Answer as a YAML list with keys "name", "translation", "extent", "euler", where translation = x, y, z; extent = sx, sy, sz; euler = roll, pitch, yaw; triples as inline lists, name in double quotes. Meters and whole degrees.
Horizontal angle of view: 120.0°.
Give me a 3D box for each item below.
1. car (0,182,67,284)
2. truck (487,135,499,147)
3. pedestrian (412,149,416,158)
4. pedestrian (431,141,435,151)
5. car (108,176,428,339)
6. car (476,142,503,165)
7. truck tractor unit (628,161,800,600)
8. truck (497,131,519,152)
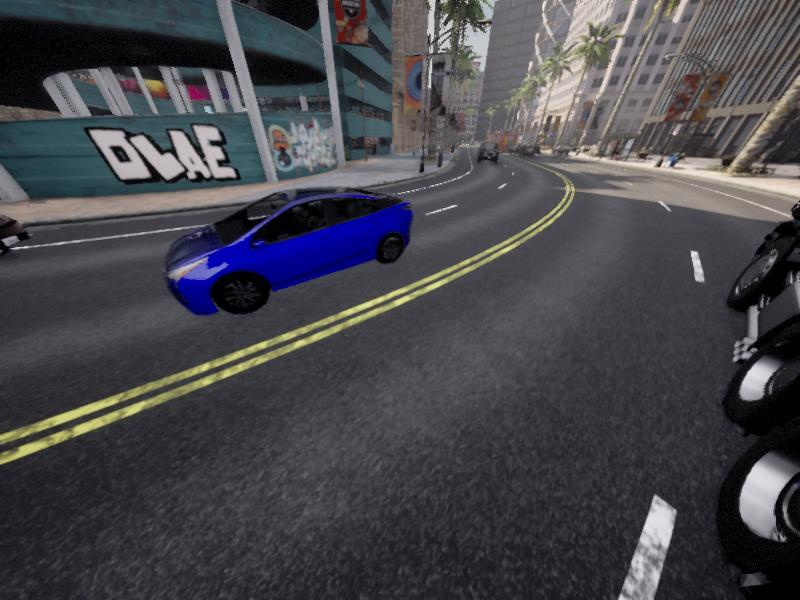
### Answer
- name: "car"
  translation: [-10.271, -0.820, 3.825]
  extent: [4.902, 1.511, 2.128]
  euler: [-15, 38, -21]
- name: "truck"
  translation: [35.440, -60.958, 88.551]
  extent: [2.891, 3.827, 8.468]
  euler: [8, 36, 11]
- name: "pedestrian"
  translation: [1.877, -19.927, 31.427]
  extent: [0.500, 1.100, 0.500]
  euler: [5, 35, 6]
- name: "pedestrian"
  translation: [7.159, -33.302, 50.029]
  extent: [0.751, 1.860, 0.751]
  euler: [8, 36, 11]
- name: "car"
  translation: [-1.832, -1.328, 4.591]
  extent: [4.514, 1.525, 2.007]
  euler: [-24, 42, -31]
- name: "car"
  translation: [10.539, -17.635, 27.658]
  extent: [2.150, 2.045, 5.566]
  euler: [8, 36, 11]
- name: "truck tractor unit"
  translation: [4.923, -0.452, 1.009]
  extent: [6.516, 4.208, 3.053]
  euler: [-25, 42, -32]
- name: "truck"
  translation: [25.741, -37.945, 55.401]
  extent: [2.891, 3.827, 8.468]
  euler: [8, 35, 11]
